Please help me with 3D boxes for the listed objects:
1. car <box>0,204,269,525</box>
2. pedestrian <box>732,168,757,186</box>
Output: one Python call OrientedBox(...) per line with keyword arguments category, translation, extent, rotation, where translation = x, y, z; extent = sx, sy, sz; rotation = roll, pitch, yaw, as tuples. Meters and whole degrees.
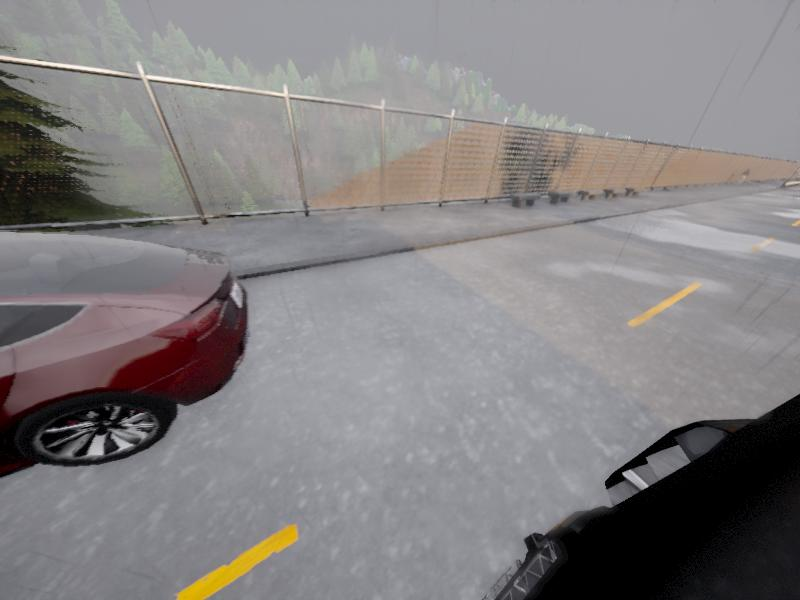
OrientedBox(category="car", translation=(-3.828, 0.507, 1.554), extent=(4.792, 1.488, 2.163), rotation=(-15, 37, -25))
OrientedBox(category="pedestrian", translation=(40.829, -14.590, 27.397), extent=(0.751, 1.860, 0.751), rotation=(-15, 38, -25))
